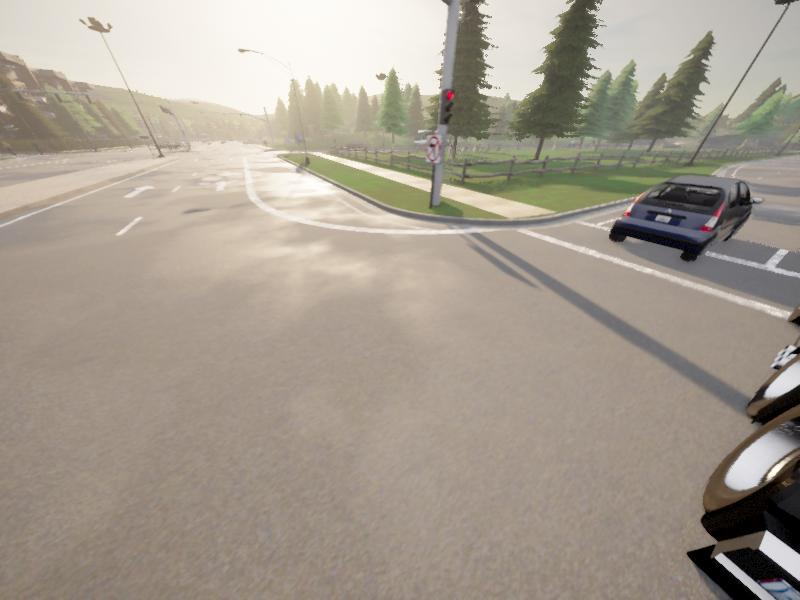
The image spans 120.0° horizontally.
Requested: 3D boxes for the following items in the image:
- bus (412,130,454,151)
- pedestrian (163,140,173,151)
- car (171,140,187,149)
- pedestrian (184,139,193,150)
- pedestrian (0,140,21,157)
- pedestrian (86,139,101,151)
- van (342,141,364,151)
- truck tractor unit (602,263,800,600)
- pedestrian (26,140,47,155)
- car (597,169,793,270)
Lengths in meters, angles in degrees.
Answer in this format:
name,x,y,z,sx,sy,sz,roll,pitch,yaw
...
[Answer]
name,x,y,z,sx,sy,sz,roll,pitch,yaw
bus,8.546,-41.666,60.316,10.273,4.253,3.944,-18,39,-24
pedestrian,-48.466,-32.296,48.316,0.751,1.860,0.751,-24,41,-30
car,-54.576,-38.403,57.073,1.905,1.878,3.866,-18,39,-25
pedestrian,-45.627,-33.461,49.753,0.751,1.860,0.751,-22,40,-28
pedestrian,-53.056,-20.527,31.337,0.751,1.860,0.751,-19,39,-25
pedestrian,-57.352,-29.037,43.245,0.751,1.860,0.751,-20,39,-26
van,-11.186,-36.750,55.036,4.442,1.987,1.775,-18,39,-24
truck tractor unit,5.112,-0.297,0.792,6.516,4.208,3.053,-18,39,-24
pedestrian,-55.387,-23.233,35.208,0.751,1.860,0.751,-17,38,-23
car,7.625,-2.349,6.065,3.988,1.617,1.851,-18,39,-24
